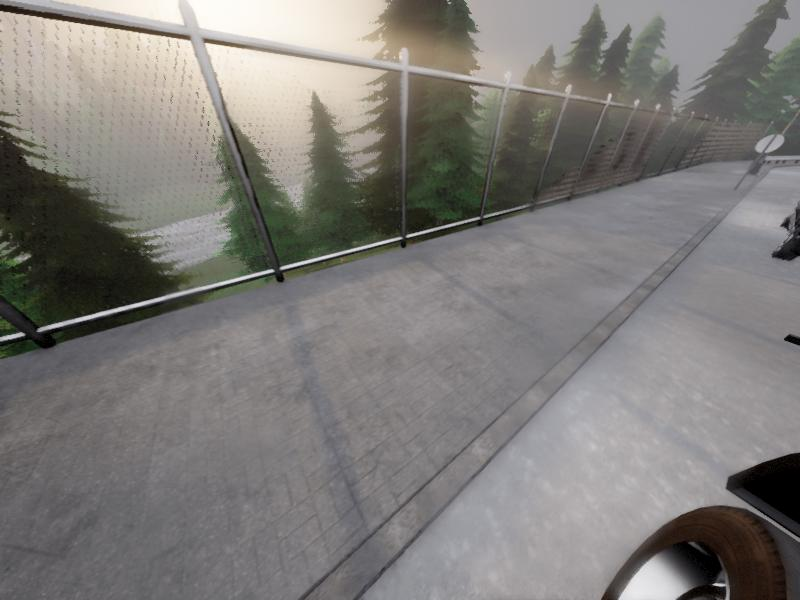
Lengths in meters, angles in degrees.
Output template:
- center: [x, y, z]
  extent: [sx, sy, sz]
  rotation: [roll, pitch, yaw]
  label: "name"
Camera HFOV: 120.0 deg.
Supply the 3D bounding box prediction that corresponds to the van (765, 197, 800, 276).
- center: [10.652, -2.232, 4.829]
  extent: [5.915, 2.561, 1.988]
  rotation: [-22, 41, -28]
  label: "van"
